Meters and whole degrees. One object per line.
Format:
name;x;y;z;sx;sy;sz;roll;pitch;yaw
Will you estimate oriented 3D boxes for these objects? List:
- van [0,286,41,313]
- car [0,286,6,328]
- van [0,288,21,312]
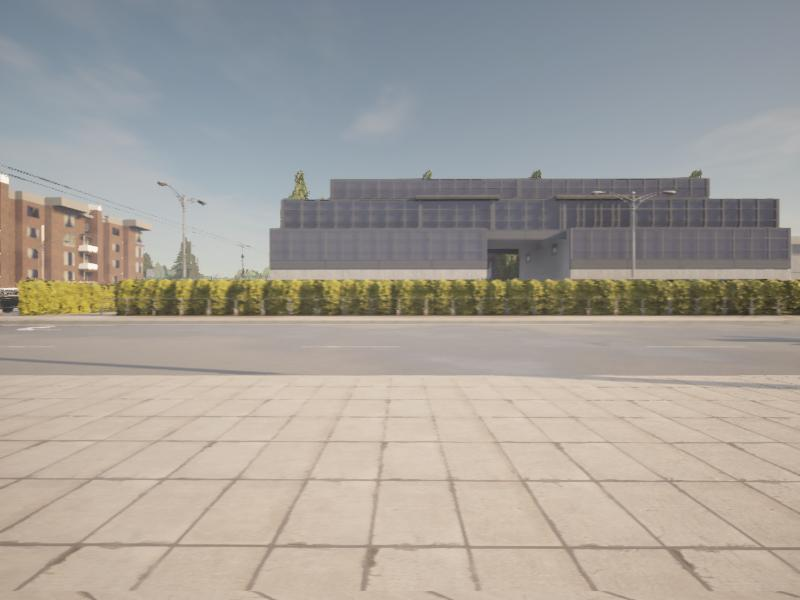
van;-31.478;-0.022;31.665;2.069;2.038;4.480;0;0;1
car;-16.844;0.247;13.698;4.892;1.490;1.837;0;0;0
van;-34.953;-0.021;33.517;2.069;2.038;4.480;0;0;1
